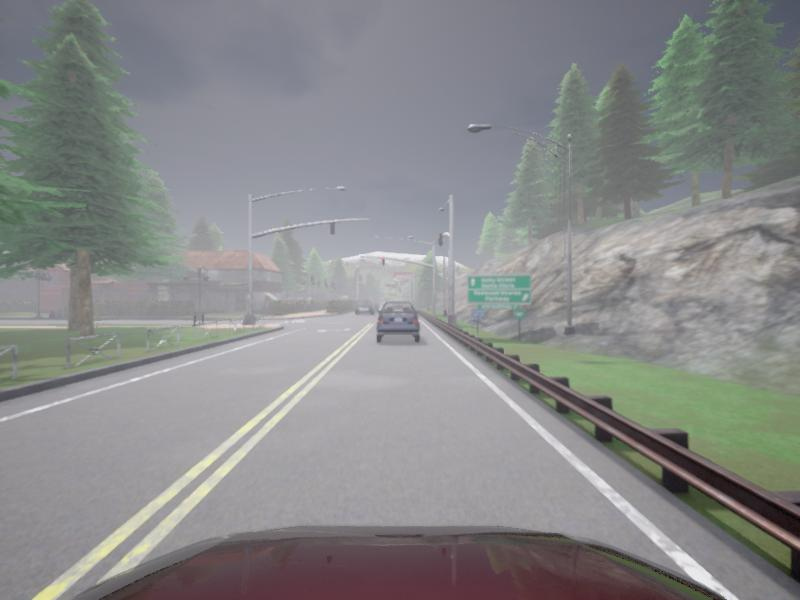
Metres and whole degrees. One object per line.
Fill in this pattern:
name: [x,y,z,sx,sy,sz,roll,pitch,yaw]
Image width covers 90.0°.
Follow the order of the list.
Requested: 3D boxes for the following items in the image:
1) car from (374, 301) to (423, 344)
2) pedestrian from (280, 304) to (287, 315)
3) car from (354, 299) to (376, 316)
car: [-0.077,0.817,16.412,1.789,1.549,3.705,0,0,0]
pedestrian: [-11.682,0.986,40.189,0.500,1.100,0.500,0,0,-43]
car: [-3.714,0.783,43.215,2.033,1.649,4.856,0,0,0]
